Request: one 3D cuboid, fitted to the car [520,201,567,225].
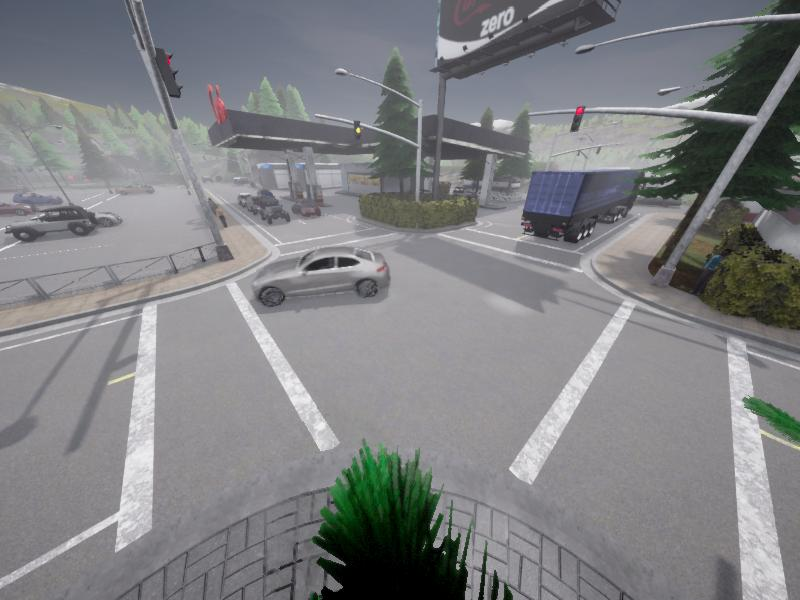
[{"bbox_3d":[13.323,-8.082,21.356,4.674,1.442,1.812,-22,36,-34],"label":"car"}]

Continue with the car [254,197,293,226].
[{"bbox_3d":[-11.869,-8.361,21.588,1.905,1.878,3.866,-22,37,-33],"label":"car"}]

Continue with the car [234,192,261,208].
[{"bbox_3d":[-19.994,-13.111,30.230,1.970,1.475,3.806,-22,37,-33],"label":"car"}]

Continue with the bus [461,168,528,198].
[{"bbox_3d":[16.718,-21.582,42.125,3.944,4.253,10.273,-22,37,-33],"label":"bus"}]

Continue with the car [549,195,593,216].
[{"bbox_3d":[18.519,-10.345,25.021,4.902,1.511,2.128,-22,37,-33],"label":"car"}]

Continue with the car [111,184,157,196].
[{"bbox_3d":[-47.482,-19.774,41.410,5.027,1.636,2.152,-23,37,-34],"label":"car"}]

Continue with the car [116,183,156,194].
[{"bbox_3d":[-49.532,-20.953,43.472,4.514,1.523,2.007,-23,37,-34],"label":"car"}]

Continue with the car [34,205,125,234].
[{"bbox_3d":[-25.501,-6.610,18.671,3.806,1.475,1.970,-23,37,-34],"label":"car"}]

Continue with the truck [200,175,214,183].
[{"bbox_3d":[-61.814,-38.728,73.973,2.390,2.098,6.274,-23,37,-34],"label":"truck"}]

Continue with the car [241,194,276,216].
[{"bbox_3d":[-15.972,-10.737,25.967,2.033,1.649,4.856,-22,37,-33],"label":"car"}]

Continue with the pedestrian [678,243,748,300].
[{"bbox_3d":[11.558,-1.045,8.594,0.751,1.860,0.751,-15,33,-25],"label":"pedestrian"}]

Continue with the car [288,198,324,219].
[{"bbox_3d":[-10.060,-9.790,24.586,1.994,1.385,4.181,-22,37,-33],"label":"car"}]

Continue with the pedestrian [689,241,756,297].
[{"bbox_3d":[12.059,-1.164,8.714,0.751,1.860,0.751,-22,36,-33],"label":"pedestrian"}]

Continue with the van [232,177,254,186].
[{"bbox_3d":[-43.038,-32.528,63.299,2.069,2.038,4.480,5,31,12],"label":"van"}]

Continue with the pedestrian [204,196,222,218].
[{"bbox_3d":[-18.042,-8.978,22.333,0.751,1.860,0.751,-23,37,-34],"label":"pedestrian"}]

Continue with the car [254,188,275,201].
[{"bbox_3d":[-21.454,-16.747,36.529,1.816,1.474,4.193,-22,37,-33],"label":"car"}]

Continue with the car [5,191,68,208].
[{"bbox_3d":[-45.788,-12.777,29.270,3.633,1.501,1.845,-23,37,-34],"label":"car"}]

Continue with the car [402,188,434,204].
[{"bbox_3d":[2.620,-15.713,34.677,2.242,1.667,4.611,-23,37,-34],"label":"car"}]

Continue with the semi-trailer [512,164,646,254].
[{"bbox_3d":[13.587,-7.279,16.804,14.254,4.402,2.717,-22,37,-34],"label":"semi-trailer"}]

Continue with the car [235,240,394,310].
[{"bbox_3d":[-2.922,-1.115,8.980,5.027,1.651,2.152,-5,30,-11],"label":"car"}]

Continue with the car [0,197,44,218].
[{"bbox_3d":[-39.420,-8.945,22.590,4.514,1.523,2.007,-23,37,-34],"label":"car"}]

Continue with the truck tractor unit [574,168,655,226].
[{"bbox_3d":[19.681,-9.714,21.228,6.516,4.208,3.053,-23,37,-33],"label":"truck tractor unit"}]

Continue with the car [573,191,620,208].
[{"bbox_3d":[24.570,-12.660,28.971,4.611,1.667,2.242,-11,32,-22],"label":"car"}]

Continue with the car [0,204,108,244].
[{"bbox_3d":[-23.841,-5.383,15.979,3.866,1.878,1.905,-23,37,-34],"label":"car"}]

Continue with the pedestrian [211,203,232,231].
[{"bbox_3d":[-13.855,-6.460,17.973,0.751,1.860,0.751,-18,35,-28],"label":"pedestrian"}]

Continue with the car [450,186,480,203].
[{"bbox_3d":[9.747,-16.005,34.849,1.905,1.878,3.866,-23,37,-34],"label":"car"}]

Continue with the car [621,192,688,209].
[{"bbox_3d":[32.070,-12.739,29.436,5.357,1.411,2.033,18,35,29],"label":"car"}]

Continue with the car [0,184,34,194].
[{"bbox_3d":[-75.561,-21.354,44.506,4.792,1.488,2.163,-23,37,-34],"label":"car"}]
